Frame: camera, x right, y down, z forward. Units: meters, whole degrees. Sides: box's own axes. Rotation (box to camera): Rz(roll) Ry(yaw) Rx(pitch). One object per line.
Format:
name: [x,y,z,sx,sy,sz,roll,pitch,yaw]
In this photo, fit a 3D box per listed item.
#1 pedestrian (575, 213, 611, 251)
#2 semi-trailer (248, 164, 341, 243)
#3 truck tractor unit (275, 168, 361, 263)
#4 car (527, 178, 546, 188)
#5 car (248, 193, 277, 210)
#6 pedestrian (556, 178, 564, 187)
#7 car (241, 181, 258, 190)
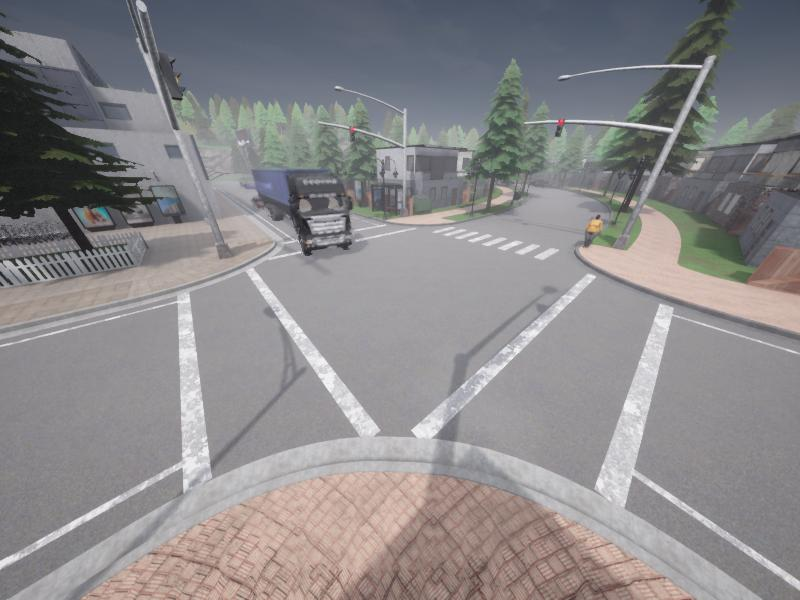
pedestrian: [10.812,-3.848,12.980,0.751,1.860,0.751,-17,34,-27]
semi-trailer: [-9.527,-8.839,19.456,2.717,4.402,14.254,-20,36,-31]
truck tractor unit: [-5.075,-5.491,13.857,3.053,4.208,6.516,-15,33,-24]
car: [32.598,-28.086,55.295,1.932,1.855,4.605,2,30,3]
car: [-16.589,-11.917,27.839,1.994,1.385,4.181,-22,37,-33]
pedestrian: [37.200,-27.292,53.594,0.751,1.860,0.751,3,30,5]
car: [-32.616,-24.797,49.989,2.007,1.525,4.514,-22,36,-33]
